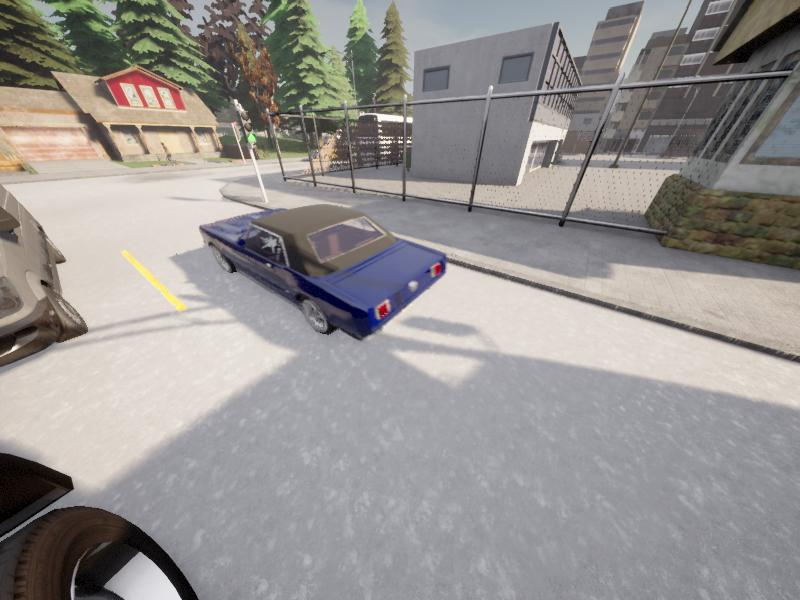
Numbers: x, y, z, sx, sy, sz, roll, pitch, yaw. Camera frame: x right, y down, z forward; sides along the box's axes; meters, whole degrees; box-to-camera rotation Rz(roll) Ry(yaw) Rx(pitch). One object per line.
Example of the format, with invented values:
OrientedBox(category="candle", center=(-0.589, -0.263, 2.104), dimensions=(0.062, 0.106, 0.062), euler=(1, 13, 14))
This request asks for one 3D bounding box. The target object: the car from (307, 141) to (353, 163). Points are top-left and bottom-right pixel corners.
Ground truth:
OrientedBox(category="car", center=(-7.776, -16.797, 26.078), dimensions=(1.932, 1.855, 4.605), euler=(22, 40, 27))

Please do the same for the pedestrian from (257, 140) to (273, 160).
OrientedBox(category="pedestrian", center=(-14.719, -16.337, 25.169), dimensions=(0.751, 1.860, 0.751), euler=(23, 41, 28))

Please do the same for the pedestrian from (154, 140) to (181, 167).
OrientedBox(category="pedestrian", center=(-19.429, -12.254, 19.341), dimensions=(0.751, 1.860, 0.751), euler=(20, 40, 26))

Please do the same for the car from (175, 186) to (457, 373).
OrientedBox(category="car", center=(-1.671, -0.927, 4.096), dimensions=(4.718, 1.301, 1.895), euler=(23, 41, 29))

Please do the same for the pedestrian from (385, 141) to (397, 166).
OrientedBox(category="pedestrian", center=(-0.774, -13.302, 20.943), dimensions=(0.751, 1.860, 0.751), euler=(22, 41, 28))

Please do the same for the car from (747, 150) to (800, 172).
OrientedBox(category="car", center=(33.996, -11.565, 19.226), dimensions=(5.357, 1.415, 2.033), euler=(23, 41, 28))

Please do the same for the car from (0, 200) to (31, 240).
OrientedBox(category="car", center=(-12.386, -2.483, 6.006), dimensions=(3.705, 1.549, 1.789), euler=(15, 38, 20))

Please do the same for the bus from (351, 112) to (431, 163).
OrientedBox(category="bus", center=(-0.613, -19.531, 27.949), dimensions=(3.944, 4.253, 10.273), euler=(22, 41, 28))

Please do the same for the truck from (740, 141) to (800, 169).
OrientedBox(category="truck", center=(36.437, -13.611, 21.607), dimensions=(4.478, 2.038, 2.069), euler=(23, 41, 28))

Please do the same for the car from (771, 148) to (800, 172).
OrientedBox(category="car", center=(33.735, -11.572, 19.109), dimensions=(1.789, 1.547, 3.705), euler=(23, 41, 28))

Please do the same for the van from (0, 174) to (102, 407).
OrientedBox(category="van", center=(-6.593, -0.861, 2.899), dimensions=(5.915, 2.561, 1.988), euler=(24, 41, 30))
